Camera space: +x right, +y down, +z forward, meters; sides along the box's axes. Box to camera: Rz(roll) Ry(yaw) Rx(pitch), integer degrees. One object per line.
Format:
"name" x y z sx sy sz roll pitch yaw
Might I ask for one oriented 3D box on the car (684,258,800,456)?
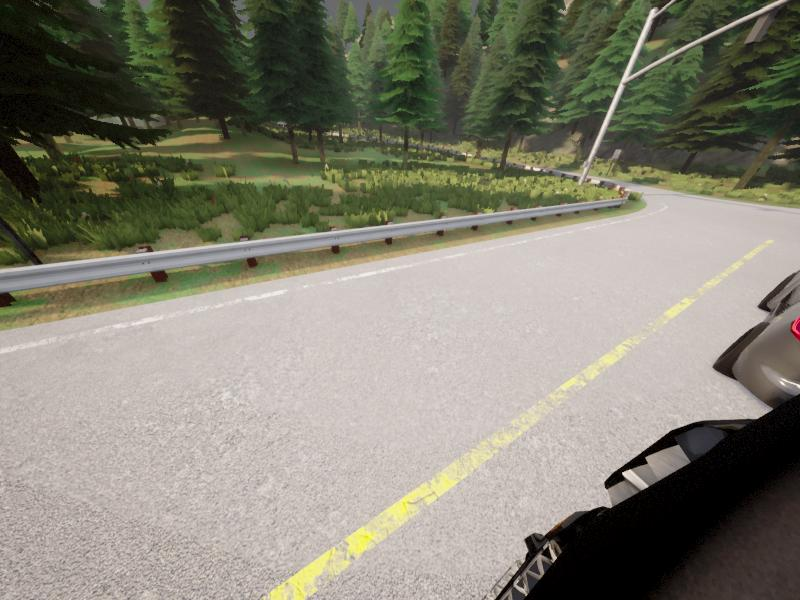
"car" 5.833 0.330 2.380 4.611 1.667 2.242 -16 38 -26
